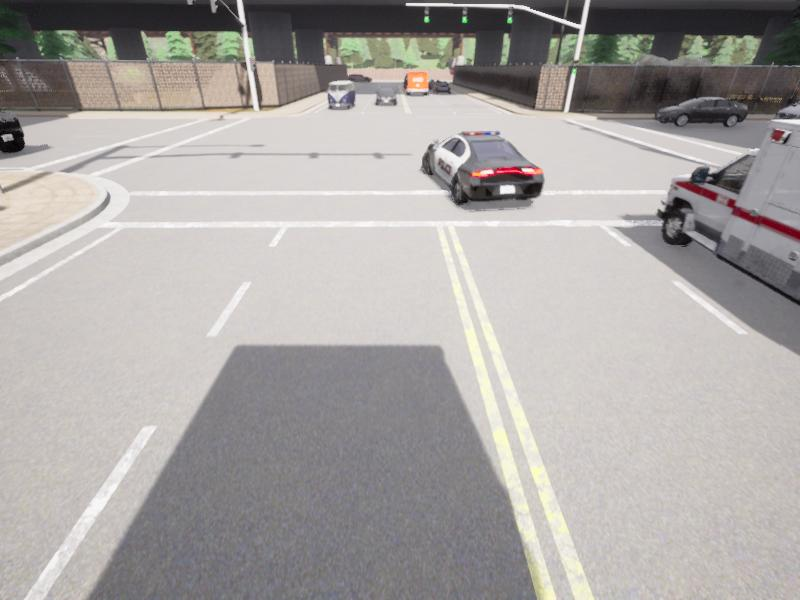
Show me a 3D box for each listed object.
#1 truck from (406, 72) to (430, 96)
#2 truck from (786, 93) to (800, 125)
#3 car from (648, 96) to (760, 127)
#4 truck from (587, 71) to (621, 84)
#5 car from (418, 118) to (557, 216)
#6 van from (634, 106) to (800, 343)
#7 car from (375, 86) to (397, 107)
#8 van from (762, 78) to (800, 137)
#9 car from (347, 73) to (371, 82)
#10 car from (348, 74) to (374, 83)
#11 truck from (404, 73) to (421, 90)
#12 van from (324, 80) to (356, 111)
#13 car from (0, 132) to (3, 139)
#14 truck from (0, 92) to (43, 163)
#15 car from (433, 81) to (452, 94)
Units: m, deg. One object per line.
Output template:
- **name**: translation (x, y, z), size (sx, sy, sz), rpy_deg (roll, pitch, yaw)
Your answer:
- **truck**: translation (2.074, -26.680, 49.271), size (2.627, 2.467, 5.204), rpy_deg (0, 30, -1)
- **truck**: translation (27.587, -11.481, 23.781), size (6.274, 2.098, 2.390), rpy_deg (0, 30, -1)
- **car**: translation (17.918, -11.218, 23.826), size (4.892, 1.490, 1.837), rpy_deg (0, 30, 0)
- **truck**: translation (42.894, -46.875, 84.275), size (5.204, 2.467, 2.627), rpy_deg (0, 30, 0)
- **car**: translation (2.072, -3.994, 11.333), size (2.038, 1.542, 4.974), rpy_deg (-5, 31, -9)
- **van**: translation (6.299, -0.958, 5.323), size (2.351, 2.431, 6.366), rpy_deg (0, 30, -1)
- **car**: translation (-1.236, -18.644, 36.494), size (1.812, 1.442, 4.674), rpy_deg (0, 30, -1)
- **van**: translation (22.927, -9.901, 20.589), size (5.915, 2.561, 1.988), rpy_deg (0, 30, -1)
- **car**: translation (-8.893, -48.499, 87.320), size (4.856, 1.649, 2.033), rpy_deg (0, 30, 0)
- **car**: translation (-8.170, -46.664, 84.187), size (4.856, 1.649, 2.033), rpy_deg (9, 31, 14)
- **truck**: translation (1.874, -33.563, 61.413), size (2.390, 2.098, 6.274), rpy_deg (0, 30, -1)
- **van**: translation (-4.766, -16.745, 32.668), size (1.775, 1.987, 4.442), rpy_deg (1, 30, 1)
- **car**: translation (-21.056, -7.575, 17.273), size (5.357, 1.411, 2.033), rpy_deg (0, 30, -1)
- **truck**: translation (-17.140, -6.121, 14.127), size (6.274, 2.098, 2.390), rpy_deg (0, 30, -1)
- **car**: translation (5.515, -28.185, 52.952), size (1.994, 1.385, 4.181), rpy_deg (0, 30, -1)
